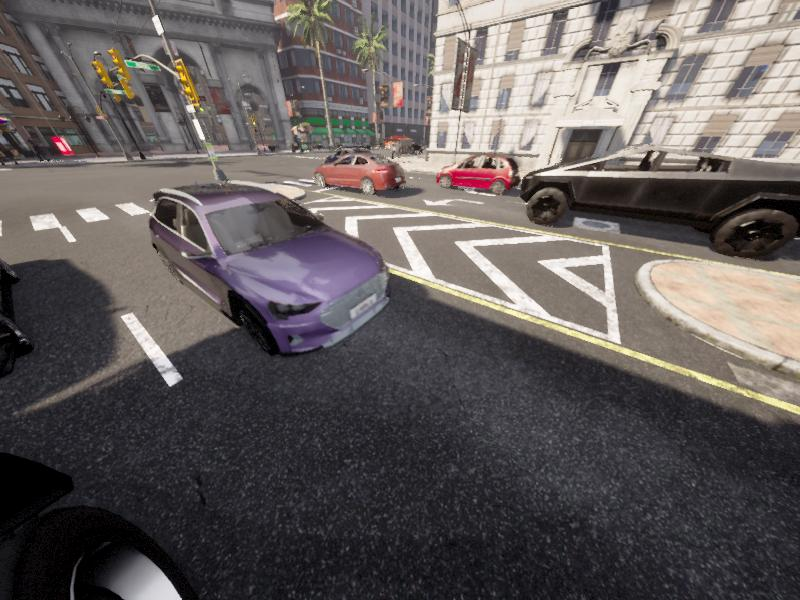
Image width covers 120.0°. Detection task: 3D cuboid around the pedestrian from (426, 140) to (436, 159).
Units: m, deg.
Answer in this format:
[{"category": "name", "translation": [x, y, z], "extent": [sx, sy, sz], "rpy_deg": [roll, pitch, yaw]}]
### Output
[{"category": "pedestrian", "translation": [3.518, -17.272, 26.525], "extent": [0.751, 1.860, 0.751], "rpy_deg": [16, 38, 22]}]

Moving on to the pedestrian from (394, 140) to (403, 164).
[{"category": "pedestrian", "translation": [-0.126, -14.161, 22.084], "extent": [0.751, 1.860, 0.751], "rpy_deg": [2, 35, 3]}]

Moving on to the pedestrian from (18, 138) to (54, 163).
[{"category": "pedestrian", "translation": [-32.949, -13.524, 20.943], "extent": [0.751, 1.860, 0.751], "rpy_deg": [-16, 38, -21]}]

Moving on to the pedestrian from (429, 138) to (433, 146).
[{"category": "pedestrian", "translation": [8.794, -44.825, 65.660], "extent": [0.751, 1.860, 0.751], "rpy_deg": [-12, 37, -17]}]

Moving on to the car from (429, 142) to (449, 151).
[{"category": "car", "translation": [8.116, -32.139, 48.386], "extent": [1.994, 1.385, 4.181], "rpy_deg": [27, 43, 32]}]

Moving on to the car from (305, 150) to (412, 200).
[{"category": "car", "translation": [-2.100, -6.423, 11.602], "extent": [5.027, 1.651, 2.152], "rpy_deg": [22, 41, 28]}]

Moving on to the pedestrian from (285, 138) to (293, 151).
[{"category": "pedestrian", "translation": [-20.498, -28.667, 42.538], "extent": [0.751, 1.860, 0.751], "rpy_deg": [-25, 43, -32]}]

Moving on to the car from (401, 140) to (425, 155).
[{"category": "car", "translation": [2.076, -24.404, 36.912], "extent": [1.905, 1.878, 3.866], "rpy_deg": [22, 41, 28]}]

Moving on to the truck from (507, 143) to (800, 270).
[{"category": "truck", "translation": [6.819, -3.003, 6.402], "extent": [6.274, 2.098, 2.390], "rpy_deg": [22, 41, 28]}]

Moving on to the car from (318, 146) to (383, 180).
[{"category": "car", "translation": [-3.627, -9.987, 16.647], "extent": [2.033, 1.649, 4.856], "rpy_deg": [-29, 45, -33]}]

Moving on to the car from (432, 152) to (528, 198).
[{"category": "car", "translation": [3.893, -6.454, 11.703], "extent": [3.988, 1.617, 1.851], "rpy_deg": [22, 41, 28]}]

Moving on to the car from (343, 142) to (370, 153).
[{"category": "car", "translation": [-7.595, -26.897, 40.771], "extent": [1.812, 1.442, 4.674], "rpy_deg": [22, 41, 28]}]

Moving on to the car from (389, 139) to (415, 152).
[{"category": "car", "translation": [0.393, -30.036, 44.759], "extent": [2.150, 2.045, 5.566], "rpy_deg": [23, 41, 28]}]

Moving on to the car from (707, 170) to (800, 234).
[{"category": "car", "translation": [12.772, -2.747, 6.712], "extent": [4.181, 1.385, 1.994], "rpy_deg": [22, 41, 28]}]

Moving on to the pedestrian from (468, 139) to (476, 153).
[{"category": "pedestrian", "translation": [11.844, -25.277, 37.944], "extent": [0.751, 1.860, 0.751], "rpy_deg": [19, 39, 24]}]

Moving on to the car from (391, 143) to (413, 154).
[{"category": "car", "translation": [0.436, -26.388, 40.077], "extent": [1.970, 1.475, 3.806], "rpy_deg": [22, 41, 28]}]

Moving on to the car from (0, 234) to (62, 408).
[{"category": "car", "translation": [-6.614, -0.070, 2.772], "extent": [5.357, 1.411, 2.033], "rpy_deg": [22, 41, 28]}]

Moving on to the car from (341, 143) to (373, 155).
[{"category": "car", "translation": [-6.722, -24.155, 36.828], "extent": [2.128, 1.511, 4.902], "rpy_deg": [22, 41, 28]}]

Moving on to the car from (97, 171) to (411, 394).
[{"category": "car", "translation": [-2.430, -0.945, 3.824], "extent": [4.856, 1.649, 2.033], "rpy_deg": [22, 40, 28]}]

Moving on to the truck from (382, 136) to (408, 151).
[{"category": "truck", "translation": [-0.931, -32.625, 48.069], "extent": [2.627, 2.467, 5.204], "rpy_deg": [23, 40, 29]}]
